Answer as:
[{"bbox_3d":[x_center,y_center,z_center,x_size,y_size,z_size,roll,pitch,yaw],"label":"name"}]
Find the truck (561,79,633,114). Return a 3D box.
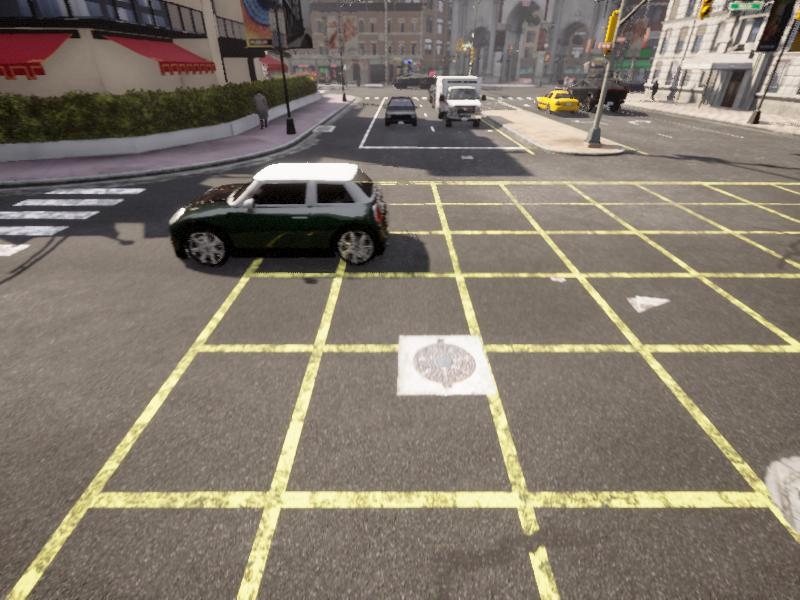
[{"bbox_3d":[15.076,-15.963,31.184,2.390,2.098,6.274,0,30,0],"label":"truck"}]

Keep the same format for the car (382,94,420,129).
[{"bbox_3d":[0.062,-11.505,24.248,2.033,1.411,5.357,0,30,0],"label":"car"}]

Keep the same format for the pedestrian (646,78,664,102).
[{"bbox_3d":[23.480,-19.350,36.868,0.751,1.860,0.751,3,30,5],"label":"pedestrian"}]

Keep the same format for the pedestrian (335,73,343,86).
[{"bbox_3d":[-9.936,-35.963,65.177,0.751,1.860,0.751,12,32,19],"label":"pedestrian"}]

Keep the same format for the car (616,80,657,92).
[{"bbox_3d":[32.170,-29.156,54.435,4.181,1.385,1.994,0,30,0],"label":"car"}]

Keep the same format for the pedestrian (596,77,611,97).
[{"bbox_3d":[21.642,-22.667,42.526,0.751,1.860,0.751,-4,31,-7],"label":"pedestrian"}]

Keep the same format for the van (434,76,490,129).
[{"bbox_3d":[3.562,-12.178,24.380,2.351,2.431,6.366,0,30,0],"label":"van"}]

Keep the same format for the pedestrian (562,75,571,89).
[{"bbox_3d":[24.922,-32.696,59.956,0.751,1.860,0.751,3,31,6],"label":"pedestrian"}]

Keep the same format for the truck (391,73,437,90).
[{"bbox_3d":[2.066,-32.137,58.773,6.274,2.098,2.390,15,34,24],"label":"truck"}]

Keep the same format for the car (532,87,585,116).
[{"bbox_3d":[11.573,-14.755,29.630,1.801,1.575,5.366,0,30,0],"label":"car"}]

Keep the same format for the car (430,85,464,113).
[{"bbox_3d":[3.575,-15.710,31.201,2.033,1.649,4.856,0,30,0],"label":"car"}]

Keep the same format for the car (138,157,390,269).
[{"bbox_3d":[-2.110,-1.664,7.361,3.806,1.475,1.970,0,30,0],"label":"car"}]

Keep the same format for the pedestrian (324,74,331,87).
[{"bbox_3d":[-11.578,-35.038,63.899,0.751,1.860,0.751,-3,30,-5],"label":"pedestrian"}]

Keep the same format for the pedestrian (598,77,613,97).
[{"bbox_3d":[22.047,-22.927,42.972,0.751,1.860,0.751,-21,36,-31],"label":"pedestrian"}]

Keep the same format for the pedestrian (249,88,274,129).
[{"bbox_3d":[-7.156,-9.903,20.692,0.751,1.860,0.751,0,30,0],"label":"pedestrian"}]

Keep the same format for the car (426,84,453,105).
[{"bbox_3d":[3.631,-19.293,37.433,2.128,1.511,4.902,0,30,0],"label":"car"}]
